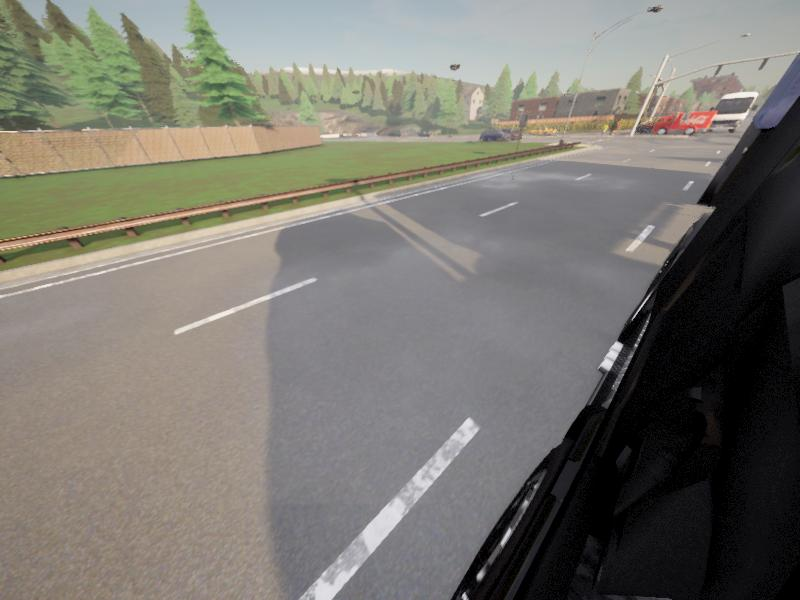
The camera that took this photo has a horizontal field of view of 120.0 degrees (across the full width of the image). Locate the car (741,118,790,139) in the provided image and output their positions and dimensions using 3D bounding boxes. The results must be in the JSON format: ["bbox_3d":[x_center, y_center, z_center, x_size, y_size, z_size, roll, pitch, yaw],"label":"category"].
[{"bbox_3d":[37.643,-17.739,23.886,4.902,1.511,2.128,-28,43,-30],"label":"car"}]

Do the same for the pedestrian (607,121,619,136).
[{"bbox_3d":[33.084,-26.672,35.935,0.751,1.860,0.751,21,42,28],"label":"pedestrian"}]

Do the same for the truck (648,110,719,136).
[{"bbox_3d":[37.336,-23.315,30.634,2.627,2.467,5.204,-27,43,-29],"label":"truck"}]

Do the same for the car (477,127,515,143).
[{"bbox_3d":[14.402,-24.898,34.881,2.097,1.767,4.553,-27,43,-29],"label":"car"}]

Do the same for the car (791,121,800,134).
[{"bbox_3d":[46.272,-19.586,25.837,3.806,1.475,1.970,-28,43,-30],"label":"car"}]

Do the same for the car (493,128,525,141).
[{"bbox_3d":[17.184,-26.175,36.579,1.851,1.617,3.988,-27,43,-29],"label":"car"}]

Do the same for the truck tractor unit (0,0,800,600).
[{"bbox_3d":[2.645,-0.295,0.351,6.516,4.208,3.053,-28,44,-30],"label":"truck tractor unit"}]

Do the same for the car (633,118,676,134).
[{"bbox_3d":[41.276,-28.326,37.642,3.866,1.878,1.905,6,38,11],"label":"car"}]

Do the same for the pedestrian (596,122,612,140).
[{"bbox_3d":[26.060,-21.569,29.505,0.751,1.860,0.751,-30,44,-32],"label":"pedestrian"}]

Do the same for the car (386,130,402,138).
[{"bbox_3d":[-2.080,-57.047,79.241,2.150,2.045,5.566,-27,43,-29],"label":"car"}]

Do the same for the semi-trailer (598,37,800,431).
[{"bbox_3d":[8.699,-3.593,4.243,14.254,4.402,2.717,-28,43,-30],"label":"semi-trailer"}]

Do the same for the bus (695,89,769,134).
[{"bbox_3d":[46.524,-26.201,32.429,10.273,4.253,3.944,-28,43,-30],"label":"bus"}]

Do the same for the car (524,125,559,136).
[{"bbox_3d":[27.569,-33.028,45.174,1.801,1.575,5.366,-27,43,-29],"label":"car"}]
